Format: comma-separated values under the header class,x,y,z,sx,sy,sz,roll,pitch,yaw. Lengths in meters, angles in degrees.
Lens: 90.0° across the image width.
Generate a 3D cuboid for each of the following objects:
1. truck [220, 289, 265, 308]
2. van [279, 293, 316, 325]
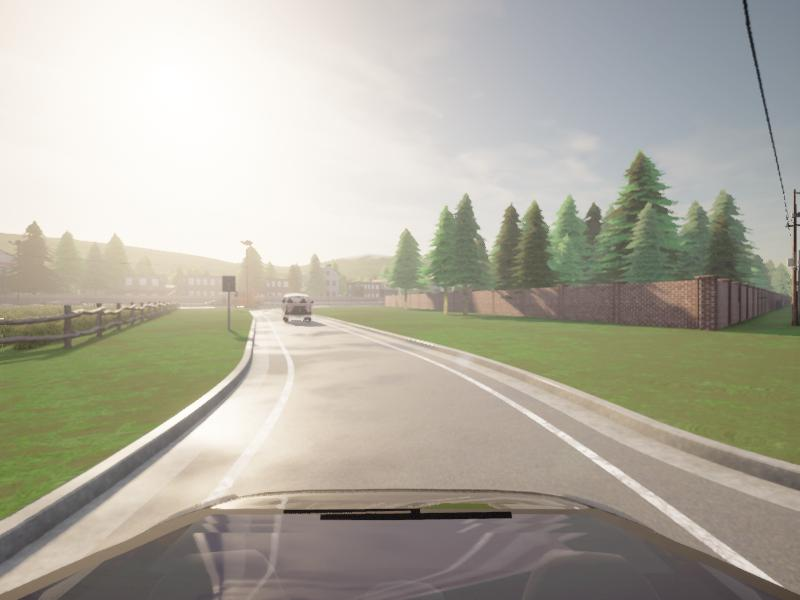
class,x,y,z,sx,sy,sz,roll,pitch,yaw
truck,-33.506,-0.370,85.287,8.468,3.827,2.891,0,0,-45
van,-7.239,0.555,27.850,2.069,2.038,4.480,0,0,-20
